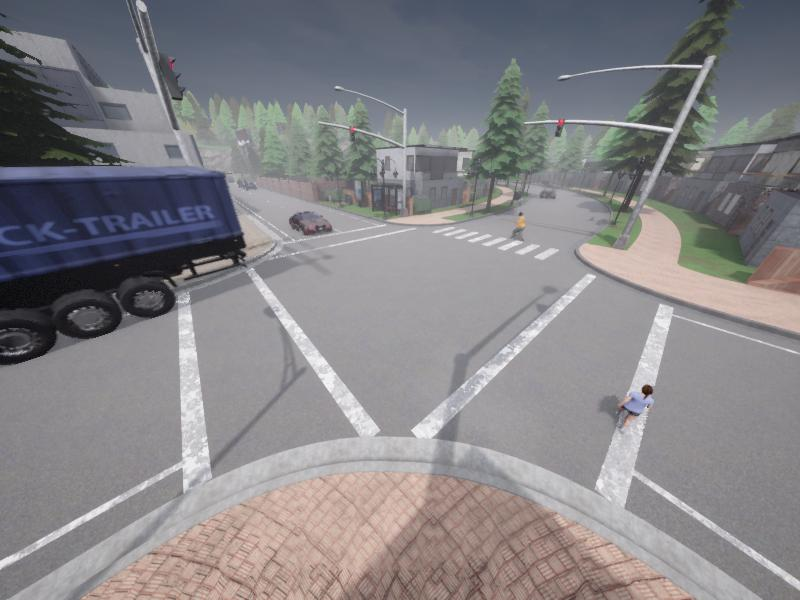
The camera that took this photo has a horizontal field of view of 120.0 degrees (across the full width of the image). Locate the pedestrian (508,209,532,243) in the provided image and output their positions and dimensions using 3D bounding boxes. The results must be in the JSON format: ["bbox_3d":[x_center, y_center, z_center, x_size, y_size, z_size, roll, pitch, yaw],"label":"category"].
[{"bbox_3d":[7.708,-4.769,14.880,0.751,1.860,0.751,-26,39,-37],"label":"pedestrian"}]

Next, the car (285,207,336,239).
[{"bbox_3d":[-6.842,-5.908,17.432,1.994,1.385,4.181,-23,37,-34],"label":"car"}]

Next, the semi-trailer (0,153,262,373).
[{"bbox_3d":[-11.152,-0.219,4.429,2.717,4.402,14.254,25,39,29],"label":"semi-trailer"}]

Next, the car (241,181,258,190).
[{"bbox_3d":[-32.635,-24.808,50.010,2.007,1.525,4.514,-22,37,-33],"label":"car"}]

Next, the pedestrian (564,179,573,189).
[{"bbox_3d":[34.787,-23.924,47.753,0.751,1.860,0.751,9,31,16],"label":"pedestrian"}]

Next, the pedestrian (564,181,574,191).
[{"bbox_3d":[33.619,-22.722,45.975,0.751,1.860,0.751,4,30,7],"label":"pedestrian"}]

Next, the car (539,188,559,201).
[{"bbox_3d":[22.321,-15.932,34.755,1.994,1.385,4.181,14,33,23],"label":"car"}]
